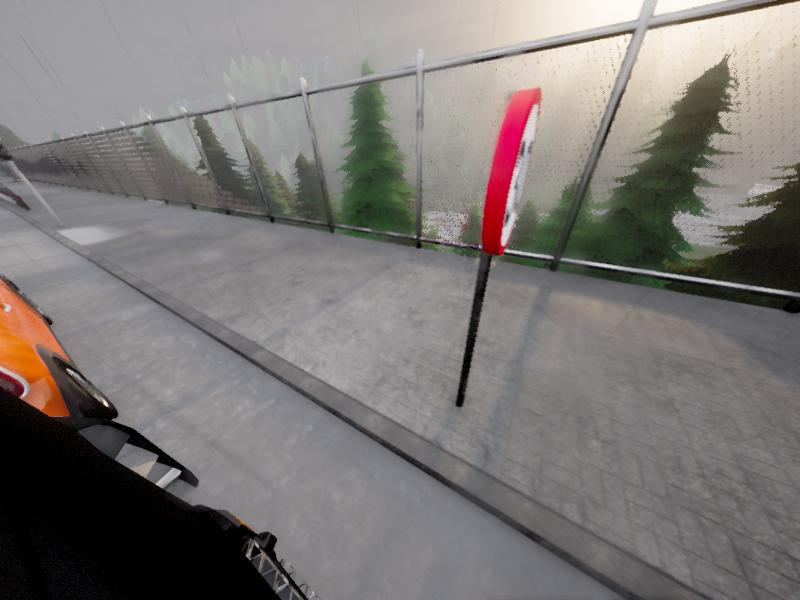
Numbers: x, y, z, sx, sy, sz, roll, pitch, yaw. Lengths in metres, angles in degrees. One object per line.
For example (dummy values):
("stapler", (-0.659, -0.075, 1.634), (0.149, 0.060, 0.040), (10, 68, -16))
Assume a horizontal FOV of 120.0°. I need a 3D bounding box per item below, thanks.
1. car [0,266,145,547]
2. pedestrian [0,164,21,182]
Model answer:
("car", (-4.817, 0.486, 1.827), (4.553, 1.767, 2.097), (16, 38, 26))
("pedestrian", (-47.898, -15.560, 28.260), (0.751, 1.860, 0.751), (17, 38, 26))
